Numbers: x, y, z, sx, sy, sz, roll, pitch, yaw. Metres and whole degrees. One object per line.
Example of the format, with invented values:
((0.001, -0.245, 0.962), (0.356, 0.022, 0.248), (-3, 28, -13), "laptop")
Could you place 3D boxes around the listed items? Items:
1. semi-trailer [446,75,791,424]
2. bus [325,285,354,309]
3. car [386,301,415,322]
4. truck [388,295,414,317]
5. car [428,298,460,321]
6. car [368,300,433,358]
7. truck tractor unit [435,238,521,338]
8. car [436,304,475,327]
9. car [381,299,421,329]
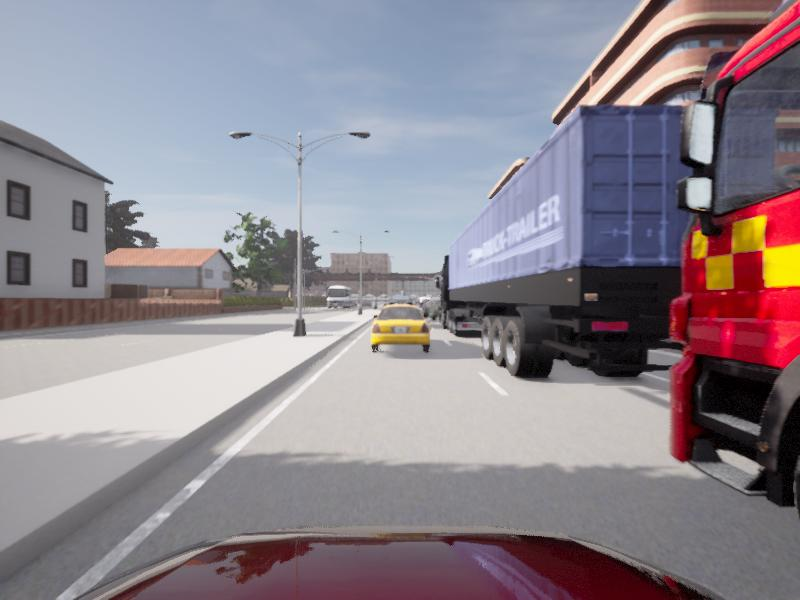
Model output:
((3.573, -0.615, 12.166), (2.717, 4.402, 14.254), (0, 0, 0), "semi-trailer")
((-11.245, -0.510, 76.006), (3.944, 4.253, 10.273), (0, 0, 0), "bus")
((0.050, 0.836, 31.272), (2.038, 1.542, 4.974), (0, 0, 0), "car")
((0.067, 0.555, 40.023), (2.390, 2.098, 6.274), (0, 0, 0), "truck")
((3.553, 0.705, 33.101), (2.097, 1.767, 4.553), (0, 0, 0), "car")
((0.016, 0.806, 13.694), (1.801, 1.575, 5.366), (0, 0, 0), "car")
((3.569, -0.491, 20.085), (3.053, 4.208, 6.516), (0, 0, 0), "truck tractor unit")
((3.542, 0.952, 26.202), (1.895, 1.301, 4.718), (0, 0, 0), "car")
((0.038, 0.764, 24.465), (2.242, 1.667, 4.611), (0, 0, 0), "car")
